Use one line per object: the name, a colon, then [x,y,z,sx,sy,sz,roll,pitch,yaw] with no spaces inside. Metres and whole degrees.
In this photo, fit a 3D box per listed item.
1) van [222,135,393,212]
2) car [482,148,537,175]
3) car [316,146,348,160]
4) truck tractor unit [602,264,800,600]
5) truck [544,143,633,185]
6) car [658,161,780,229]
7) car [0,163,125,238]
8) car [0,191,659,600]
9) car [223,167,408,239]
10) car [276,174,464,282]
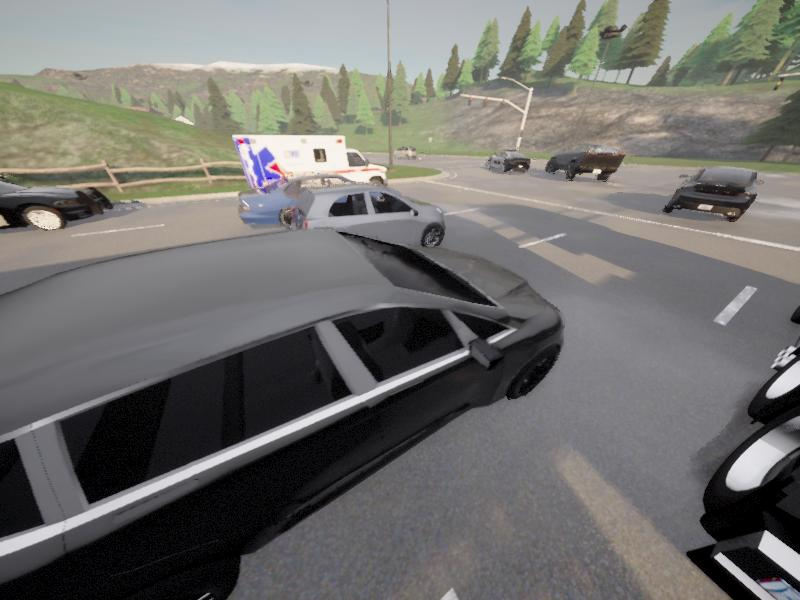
van: [-3.675,-5.901,10.408,6.366,2.431,2.351,-18,39,-24]
car: [9.308,-12.230,20.265,1.930,1.638,5.238,-2,35,-6]
car: [-9.657,-20.962,32.865,3.988,1.617,1.851,21,40,27]
truck tractor unit: [5.114,-0.296,0.795,6.516,4.208,3.053,-18,39,-24]
truck: [12.931,-9.974,16.612,2.390,2.098,6.274,8,35,10]
car: [11.975,-4.234,8.856,4.892,1.490,1.837,-27,44,-33]
car: [-12.260,-2.783,6.577,5.238,1.638,1.930,-18,39,-24]
car: [-0.476,0.257,2.185,4.611,1.667,2.242,-18,39,-24]
car: [-2.540,-3.548,7.919,5.357,1.411,2.033,-18,39,-24]
car: [-0.621,-1.934,5.471,3.633,1.501,1.845,-18,39,-24]
